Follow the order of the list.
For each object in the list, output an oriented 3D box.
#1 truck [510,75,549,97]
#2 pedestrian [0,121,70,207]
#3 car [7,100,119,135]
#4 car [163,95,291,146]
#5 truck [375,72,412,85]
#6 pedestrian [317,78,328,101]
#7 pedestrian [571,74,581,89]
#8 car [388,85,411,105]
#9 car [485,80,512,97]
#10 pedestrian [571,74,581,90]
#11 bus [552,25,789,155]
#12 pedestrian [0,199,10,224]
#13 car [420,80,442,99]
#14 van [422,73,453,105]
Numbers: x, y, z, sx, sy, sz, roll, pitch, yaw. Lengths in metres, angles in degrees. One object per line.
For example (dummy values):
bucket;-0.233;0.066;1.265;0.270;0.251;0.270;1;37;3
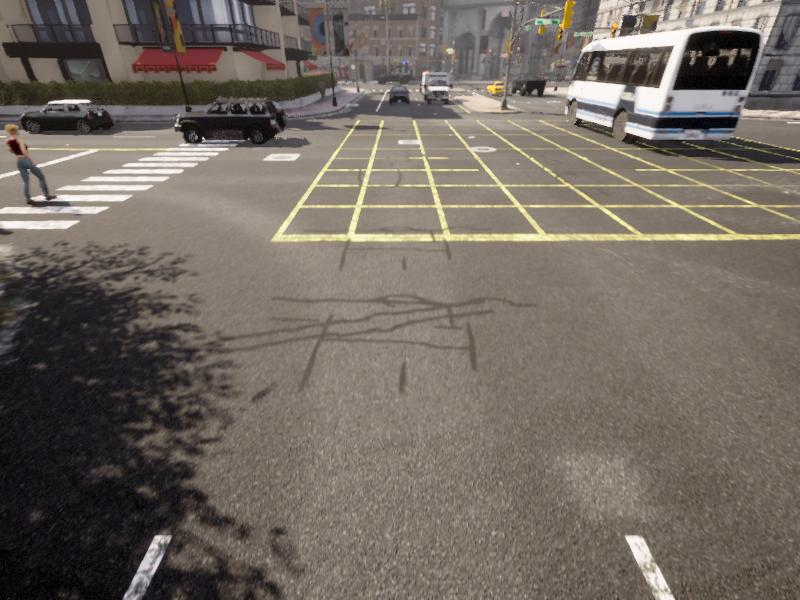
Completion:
truck;14.937;-24.987;46.603;2.390;2.098;6.274;0;30;0
pedestrian;-9.097;-3.307;9.757;0.751;1.860;0.751;2;30;3
car;-17.439;-9.574;20.893;3.806;1.475;1.970;0;30;0
car;-7.500;-8.014;17.829;4.605;1.855;1.932;0;30;0
truck;-1.209;-40.733;73.504;6.274;2.098;2.390;8;31;13
pedestrian;-7.282;-19.791;37.617;0.751;1.860;0.751;0;30;0
pedestrian;25.140;-31.223;57.141;0.751;1.860;0.751;-4;31;-7
car;-0.053;-19.467;37.873;2.033;1.411;5.357;0;30;0
car;11.437;-24.814;46.821;1.801;1.575;5.366;0;30;0
pedestrian;23.671;-29.253;53.776;0.751;1.860;0.751;4;31;7
bus;11.348;-10.197;19.207;3.944;4.253;10.273;0;31;0
pedestrian;-9.197;-2.191;8.404;0.751;1.300;0.751;2;30;3
car;3.439;-23.678;44.834;2.033;1.649;4.856;0;30;0
van;3.445;-20.148;38.012;2.351;2.431;6.366;0;30;0
